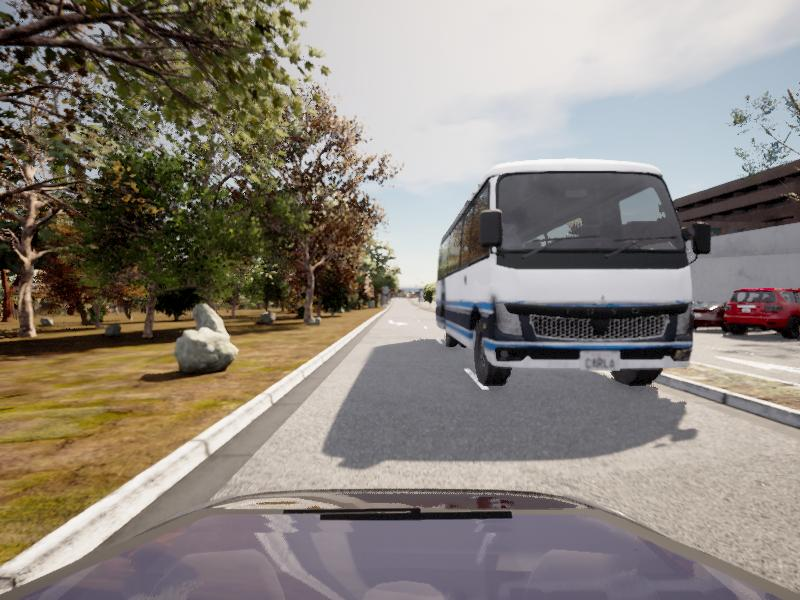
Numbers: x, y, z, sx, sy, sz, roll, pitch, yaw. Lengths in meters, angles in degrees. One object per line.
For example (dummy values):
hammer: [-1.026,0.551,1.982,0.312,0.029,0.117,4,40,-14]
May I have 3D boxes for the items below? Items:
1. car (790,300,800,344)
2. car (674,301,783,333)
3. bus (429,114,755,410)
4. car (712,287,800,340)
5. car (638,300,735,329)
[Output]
car: [16.971,0.805,14.505,5.366,1.575,1.946,1,0,-20]
car: [16.793,0.826,20.457,4.792,1.488,2.163,1,0,-20]
bus: [3.134,-0.552,10.899,3.944,4.253,10.273,0,0,0]
car: [16.812,0.550,17.453,5.566,2.045,2.435,1,0,-20]
car: [16.758,0.795,23.441,4.892,1.521,2.231,1,0,-20]
